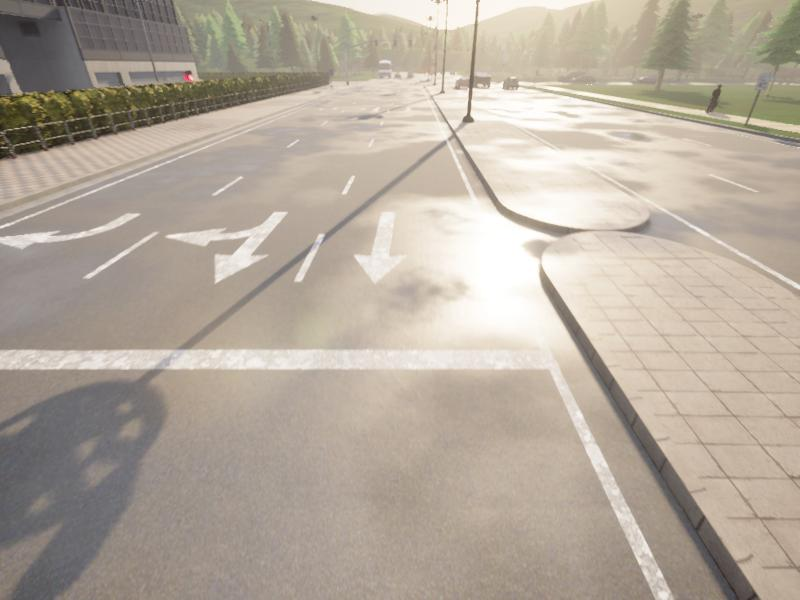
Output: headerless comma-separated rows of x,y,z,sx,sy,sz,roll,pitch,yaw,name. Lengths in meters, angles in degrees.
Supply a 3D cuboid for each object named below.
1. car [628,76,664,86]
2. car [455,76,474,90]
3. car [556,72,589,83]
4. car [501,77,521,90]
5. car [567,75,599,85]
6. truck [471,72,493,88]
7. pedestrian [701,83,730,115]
44.964,-40.121,73.216,4.902,1.511,2.128,1,30,2,car
9.689,-32.934,60.673,2.152,1.651,5.027,1,30,1,car
35.464,-45.855,82.399,5.566,2.045,2.150,1,30,2,car
16.679,-32.607,60.148,1.851,1.617,3.988,1,30,1,car
34.945,-42.095,76.504,4.892,1.490,1.837,1,30,2,car
13.315,-36.148,65.697,2.390,2.098,6.274,1,30,1,truck
21.422,-13.666,27.201,0.751,1.860,0.751,1,30,2,pedestrian
